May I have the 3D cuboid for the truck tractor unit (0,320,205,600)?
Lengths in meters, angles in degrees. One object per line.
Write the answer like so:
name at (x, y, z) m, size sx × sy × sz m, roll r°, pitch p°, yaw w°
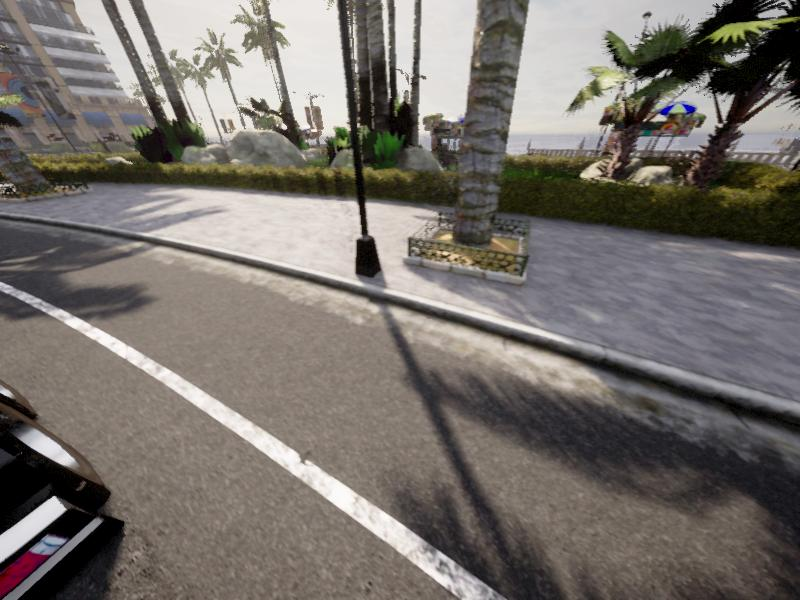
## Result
truck tractor unit at (-5.207, -0.191, 0.635) m, size 6.516 × 4.208 × 3.053 m, roll 14°, pitch 38°, yaw 20°

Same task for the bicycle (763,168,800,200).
bicycle at (15.989, -4.482, 9.003) m, size 1.643 × 1.024 × 0.373 m, roll 26°, pitch 43°, yaw 32°

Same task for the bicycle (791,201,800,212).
bicycle at (14.031, -3.150, 7.133) m, size 1.643 × 1.024 × 0.373 m, roll 26°, pitch 43°, yaw 32°
